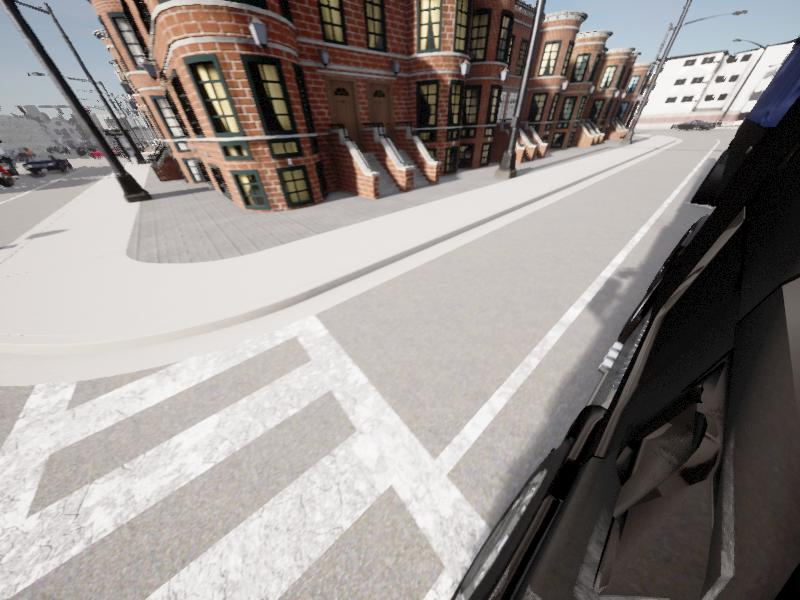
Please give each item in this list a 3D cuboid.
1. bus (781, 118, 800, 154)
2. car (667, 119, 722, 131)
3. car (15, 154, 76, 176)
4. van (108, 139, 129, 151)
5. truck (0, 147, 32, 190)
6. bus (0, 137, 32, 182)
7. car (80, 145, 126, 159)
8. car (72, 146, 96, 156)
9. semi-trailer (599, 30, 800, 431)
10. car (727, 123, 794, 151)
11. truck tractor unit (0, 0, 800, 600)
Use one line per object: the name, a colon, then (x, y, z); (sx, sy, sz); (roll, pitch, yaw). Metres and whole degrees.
bus: (29.669, -12.092, 14.488); (10.273, 4.253, 3.944); (-29, 44, -31)
car: (48.347, -28.821, 38.156); (2.033, 1.411, 5.357); (-8, 37, -8)
car: (-32.205, -12.455, 21.173); (1.895, 1.301, 4.718); (-29, 44, -31)
van: (-75.861, -41.915, 62.303); (2.351, 2.431, 6.366); (-29, 44, -30)
truck: (-25.415, -7.356, 12.930); (2.627, 2.467, 5.204); (-20, 39, -22)
bus: (-32.413, -10.423, 15.993); (3.944, 4.253, 10.273); (-29, 44, -30)
car: (-45.734, -22.763, 35.599); (4.514, 1.525, 2.007); (5, 38, 10)
car: (-63.099, -29.829, 46.222); (1.970, 1.475, 3.806); (-29, 44, -30)
semi-trailer: (8.635, -3.643, 4.295); (14.254, 4.402, 2.717); (-29, 44, -30)
car: (26.445, -12.108, 17.092); (5.357, 1.411, 2.033); (-29, 44, -31)
truck tractor unit: (2.645, -0.295, 0.351); (6.516, 4.208, 3.053); (-28, 44, -30)
